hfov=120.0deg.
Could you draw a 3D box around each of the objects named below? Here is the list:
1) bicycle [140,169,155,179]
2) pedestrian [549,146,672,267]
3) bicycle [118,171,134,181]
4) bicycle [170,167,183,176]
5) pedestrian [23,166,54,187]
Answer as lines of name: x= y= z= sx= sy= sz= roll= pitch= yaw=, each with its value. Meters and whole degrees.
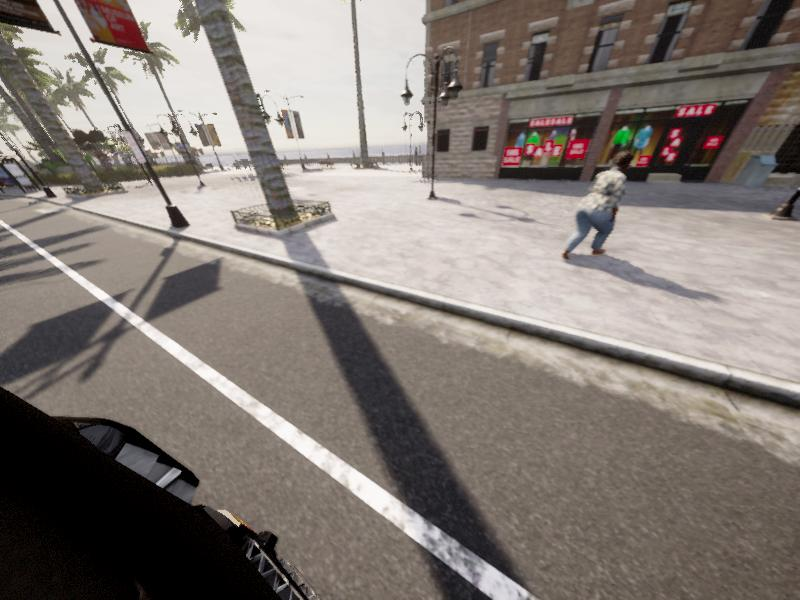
bicycle: x=-30.994 y=-15.463 z=28.361 sx=1.643 sy=1.024 sz=0.373 roll=15 pitch=38 yaw=25
pedestrian: x=3.547 y=-1.621 z=4.129 sx=0.751 sy=1.860 sz=0.751 roll=-5 pitch=34 yaw=-3
bicycle: x=-31.960 y=-14.453 z=26.914 sx=1.643 sy=1.024 sz=0.373 roll=15 pitch=38 yaw=25
bicycle: x=-29.545 y=-16.978 z=30.532 sx=1.643 sy=1.024 sz=0.373 roll=15 pitch=38 yaw=25
pedestrian: x=-37.346 y=-12.731 z=23.903 sx=0.751 sy=1.860 sz=0.751 roll=10 pitch=36 yaw=19
